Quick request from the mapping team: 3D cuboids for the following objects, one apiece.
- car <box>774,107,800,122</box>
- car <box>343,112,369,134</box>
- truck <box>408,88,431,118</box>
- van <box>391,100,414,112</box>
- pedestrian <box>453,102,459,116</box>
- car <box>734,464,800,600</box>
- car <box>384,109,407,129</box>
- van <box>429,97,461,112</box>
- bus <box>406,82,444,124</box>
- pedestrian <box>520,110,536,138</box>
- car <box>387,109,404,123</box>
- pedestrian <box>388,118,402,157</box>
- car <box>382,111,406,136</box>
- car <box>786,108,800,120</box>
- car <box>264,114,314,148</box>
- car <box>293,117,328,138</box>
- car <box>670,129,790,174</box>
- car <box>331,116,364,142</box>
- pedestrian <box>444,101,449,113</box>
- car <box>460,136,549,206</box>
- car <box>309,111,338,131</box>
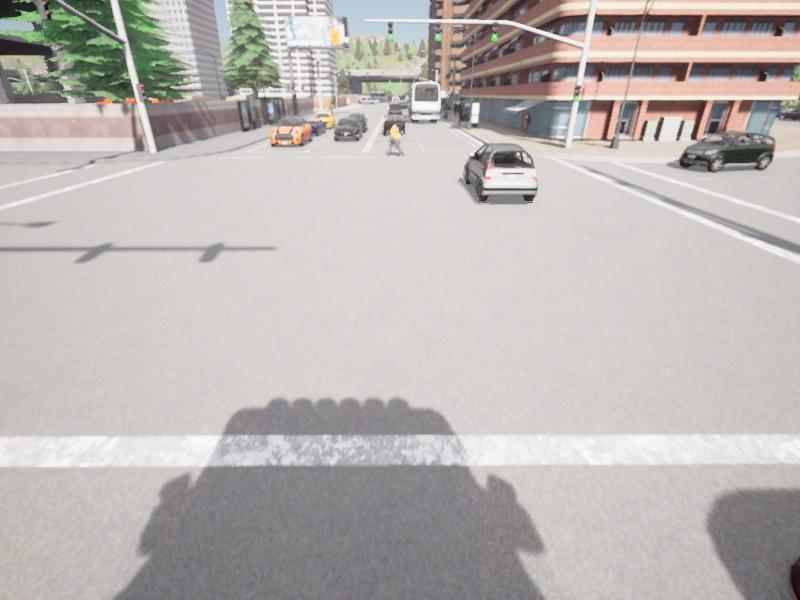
[{"bbox_3d":[49.923,-23.083,49.824,1.837,1.490,4.892,0,27,0],"label":"car"},{"bbox_3d":[-3.948,-16.297,36.716,1.837,1.490,4.892,0,27,0],"label":"car"},{"bbox_3d":[2.793,-29.717,60.298,2.891,3.827,8.468,0,27,-1],"label":"truck"},{"bbox_3d":[0.411,-37.987,78.403,4.442,1.987,1.775,0,27,0],"label":"van"},{"bbox_3d":[8.123,-27.812,58.354,0.751,1.860,0.751,3,27,5],"label":"pedestrian"},{"bbox_3d":[3.448,2.256,0.739,1.994,1.385,4.181,0,27,-1],"label":"car"},{"bbox_3d":[-0.502,-18.858,41.512,2.242,1.667,4.611,0,27,-1],"label":"car"},{"bbox_3d":[8.834,-38.264,78.298,5.915,2.561,1.988,0,27,0],"label":"van"},{"bbox_3d":[2.787,-24.281,49.246,3.944,4.253,10.273,0,27,-1],"label":"bus"},{"bbox_3d":[9.446,-13.061,29.637,0.751,1.860,0.751,1,27,2],"label":"pedestrian"},{"bbox_3d":[-0.588,-22.890,49.665,2.033,1.411,5.357,0,27,0],"label":"car"},{"bbox_3d":[-0.261,-8.624,21.293,0.751,1.860,0.751,0,27,-1],"label":"pedestrian"},{"bbox_3d":[-0.457,-15.422,34.854,1.930,1.638,5.238,0,27,0],"label":"car"},{"bbox_3d":[53.425,-23.923,51.566,2.033,1.411,5.357,0,27,0],"label":"car"},{"bbox_3d":[-7.343,-11.526,27.099,2.097,1.767,4.553,0,27,0],"label":"car"},{"bbox_3d":[-7.412,-14.504,33.441,1.895,1.301,4.718,0,27,-1],"label":"car"},{"bbox_3d":[14.420,-6.572,17.608,3.705,1.549,1.789,-6,28,-11],"label":"car"},{"bbox_3d":[-3.875,-13.003,30.304,1.837,1.490,4.892,0,27,-1],"label":"car"},{"bbox_3d":[8.022,-33.073,68.595,0.751,1.860,0.751,1,27,3],"label":"pedestrian"},{"bbox_3d":[3.304,-4.474,13.524,1.851,1.617,3.988,0,27,0],"label":"car"},{"bbox_3d":[-7.478,-17.777,39.549,1.882,1.535,5.008,0,27,-1],"label":"car"}]
